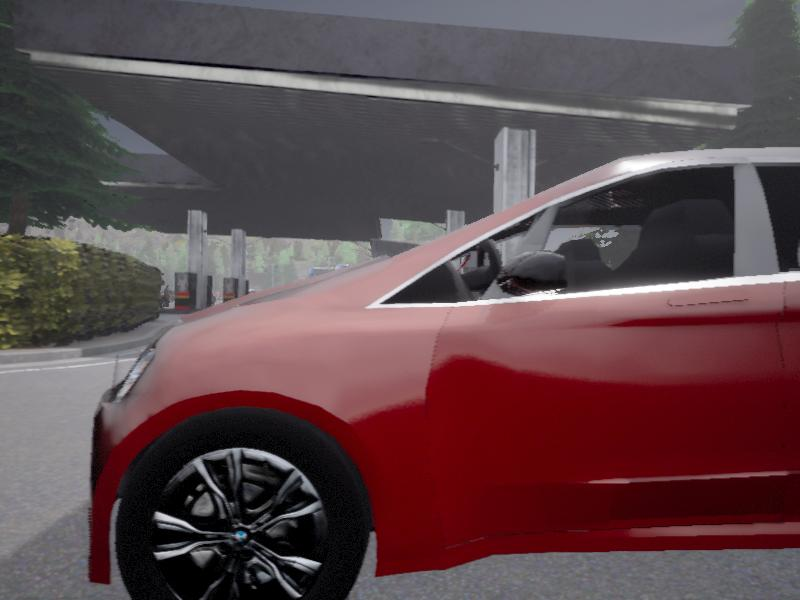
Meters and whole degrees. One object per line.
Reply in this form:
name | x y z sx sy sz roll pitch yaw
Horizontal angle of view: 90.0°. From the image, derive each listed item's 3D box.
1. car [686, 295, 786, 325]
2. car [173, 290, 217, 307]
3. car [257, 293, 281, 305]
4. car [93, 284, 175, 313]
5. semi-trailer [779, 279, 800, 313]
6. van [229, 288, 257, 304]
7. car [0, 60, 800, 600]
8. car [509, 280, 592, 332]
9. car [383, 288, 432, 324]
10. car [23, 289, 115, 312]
car | 20.478 0.525 24.741 2.033 1.649 4.856 1 0 -1
car | -20.806 -0.181 40.938 2.038 1.542 4.974 1 1 -1
car | -17.545 -0.171 53.790 1.816 1.474 4.193 1 0 -1
car | -17.026 -0.091 26.012 1.930 1.638 5.238 1 0 -1
semi-trailer | 53.308 -0.466 47.494 2.717 4.402 14.254 1 0 -1
van | -21.040 -0.507 53.887 2.069 2.038 4.480 1 0 -1
car | 1.019 0.181 2.214 4.611 1.667 2.242 -1 0 -1
car | 6.065 0.218 16.660 1.905 1.878 3.866 1 0 -2
car | 0.297 0.269 20.858 2.242 1.667 4.611 1 0 -2
car | -20.512 0.031 25.126 1.895 1.301 4.718 1 0 -1
